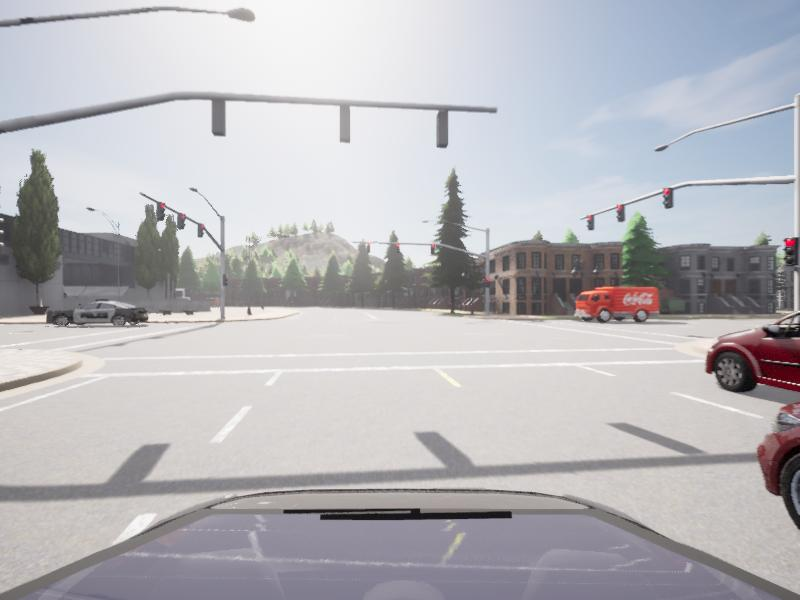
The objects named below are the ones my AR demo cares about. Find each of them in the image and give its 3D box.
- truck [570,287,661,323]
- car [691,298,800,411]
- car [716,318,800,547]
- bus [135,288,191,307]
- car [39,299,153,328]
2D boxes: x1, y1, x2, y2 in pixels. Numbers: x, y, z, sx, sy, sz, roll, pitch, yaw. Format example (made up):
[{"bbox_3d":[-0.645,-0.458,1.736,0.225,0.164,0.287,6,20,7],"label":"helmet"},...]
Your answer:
[{"bbox_3d":[15.410,0.343,28.782,5.204,2.467,2.627,0,0,-8],"label":"truck"},{"bbox_3d":[6.655,0.785,5.725,1.851,1.617,3.988,0,0,-5],"label":"car"},{"bbox_3d":[3.703,0.868,0.961,1.812,1.442,4.674,0,0,-8],"label":"car"},{"bbox_3d":[-53.735,-0.532,91.153,10.273,4.253,3.944,0,0,-6],"label":"bus"},{"bbox_3d":[-18.219,0.774,24.227,5.238,1.638,1.930,0,0,-8],"label":"car"}]
